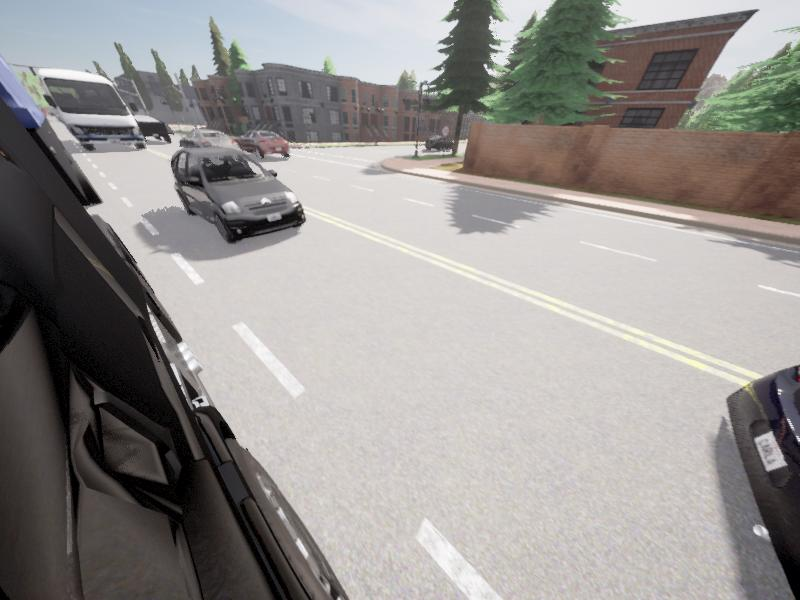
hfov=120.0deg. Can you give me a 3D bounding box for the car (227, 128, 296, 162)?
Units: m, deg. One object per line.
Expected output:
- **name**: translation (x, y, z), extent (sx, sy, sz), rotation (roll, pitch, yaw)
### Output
- **car**: translation (-10.201, -11.472, 16.967), extent (5.027, 1.651, 2.152), rotation (28, 44, 30)

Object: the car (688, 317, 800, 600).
- **car**: translation (3.903, 1.575, 0.537), extent (3.633, 1.501, 1.845), rotation (28, 44, 30)

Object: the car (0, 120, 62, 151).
- **car**: translation (-25.248, -11.262, 15.778), extent (3.633, 1.501, 1.845), rotation (28, 44, 30)

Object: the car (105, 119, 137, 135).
- **car**: translation (-37.577, -23.302, 31.100), extent (4.193, 1.474, 1.816), rotation (28, 44, 30)

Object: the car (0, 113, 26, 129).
- **car**: translation (-54.765, -23.752, 30.484), extent (5.366, 1.575, 1.801), rotation (-17, 41, -25)

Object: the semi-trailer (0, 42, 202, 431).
- **semi-trailer**: translation (-8.697, -3.609, 4.224), extent (14.254, 4.402, 2.717), rotation (28, 44, 30)

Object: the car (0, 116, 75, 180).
- **car**: translation (-16.278, -6.617, 9.863), extent (4.605, 1.855, 1.932), rotation (28, 44, 29)

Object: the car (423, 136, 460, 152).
- **car**: translation (5.027, -18.889, 27.920), extent (1.837, 1.490, 4.892), rotation (30, 45, 31)

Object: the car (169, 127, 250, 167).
- **car**: translation (-11.919, -9.653, 14.424), extent (5.027, 1.651, 2.152), rotation (28, 44, 30)

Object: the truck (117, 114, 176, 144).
- **truck**: translation (-25.166, -16.927, 22.876), extent (6.274, 2.098, 2.390), rotation (28, 44, 30)

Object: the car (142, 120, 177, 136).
- **car**: translation (-33.006, -23.660, 31.751), extent (4.856, 1.649, 2.033), rotation (28, 44, 30)

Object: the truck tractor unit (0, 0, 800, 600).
- **truck tractor unit**: translation (-2.645, -0.295, 0.352), extent (6.516, 4.208, 3.053), rotation (28, 44, 30)

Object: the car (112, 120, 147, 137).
- **car**: translation (-32.867, -20.785, 28.046), extent (4.193, 1.474, 1.816), rotation (28, 44, 30)

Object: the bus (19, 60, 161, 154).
- **bus**: translation (-22.935, -13.977, 17.282), extent (10.273, 4.253, 3.944), rotation (28, 44, 30)

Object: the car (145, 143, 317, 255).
- **car**: translation (-4.184, -2.777, 5.754), extent (3.988, 1.617, 1.851), rotation (28, 44, 30)
